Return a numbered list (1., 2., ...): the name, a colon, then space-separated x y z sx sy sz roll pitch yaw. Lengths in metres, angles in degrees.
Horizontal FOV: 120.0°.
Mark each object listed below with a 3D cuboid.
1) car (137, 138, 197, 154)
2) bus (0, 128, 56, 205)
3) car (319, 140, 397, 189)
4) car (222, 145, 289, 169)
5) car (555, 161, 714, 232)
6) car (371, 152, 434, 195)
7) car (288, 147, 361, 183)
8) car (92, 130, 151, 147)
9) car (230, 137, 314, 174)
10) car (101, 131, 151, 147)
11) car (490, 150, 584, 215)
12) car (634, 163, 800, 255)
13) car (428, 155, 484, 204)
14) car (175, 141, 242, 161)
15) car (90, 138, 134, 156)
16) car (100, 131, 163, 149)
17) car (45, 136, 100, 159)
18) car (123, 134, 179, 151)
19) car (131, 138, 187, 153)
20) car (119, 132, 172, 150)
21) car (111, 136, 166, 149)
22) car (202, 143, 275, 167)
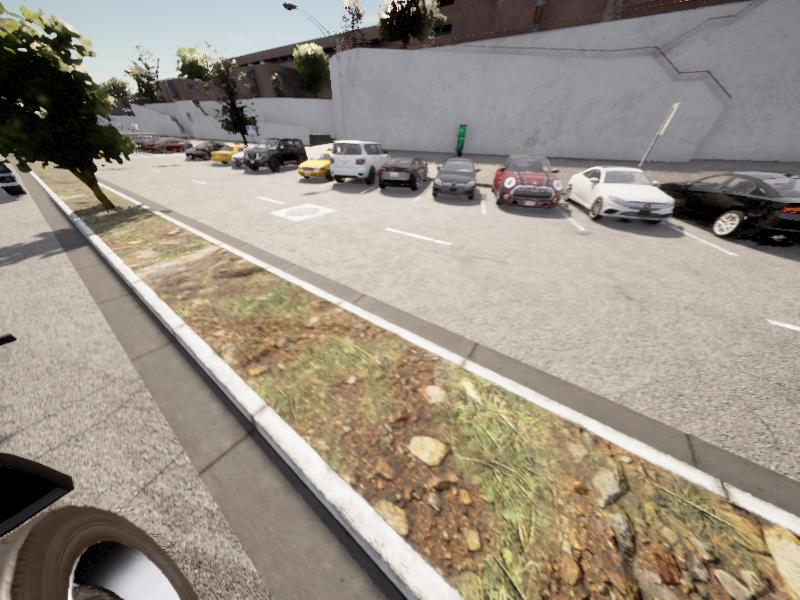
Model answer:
1. car: -29.149 -19.460 29.171 2.163 1.488 4.792 10 36 11
2. bus: -19.869 -6.797 9.413 10.273 4.253 3.944 22 40 26
3. car: -2.104 -8.327 13.878 2.435 2.045 5.566 9 36 12
4. car: -11.944 -12.188 19.568 2.002 1.452 4.674 10 36 11
5. car: 7.720 -4.026 8.435 2.002 1.452 4.674 10 35 12
6. car: 0.346 -7.081 12.647 2.163 1.488 4.792 9 36 12
7. car: -4.618 -9.029 15.241 1.946 1.575 5.366 10 36 11
8. car: -46.241 -26.975 38.634 2.435 2.045 5.566 10 36 12
9. car: -9.484 -11.370 17.994 2.435 2.045 5.566 10 36 11
10. car: -43.829 -25.836 37.163 1.878 1.987 4.442 10 36 11
11. car: 5.273 -5.184 9.764 2.185 1.767 4.553 10 35 12
12. car: 10.170 -3.050 7.004 2.097 1.535 5.008 9 35 12
13. car: 2.809 -6.038 11.233 2.002 1.452 4.674 10 36 12
14. car: -19.324 -15.296 23.670 2.163 1.488 4.792 10 36 11
15. car: -32.435 -17.272 25.998 4.892 1.490 1.837 23 41 27
16. car: -41.364 -24.871 35.852 2.435 2.045 5.566 10 36 11
17. car: -32.913 -15.405 23.233 4.611 1.667 2.242 23 41 27
18. car: -34.050 -21.663 31.824 2.185 1.767 4.553 10 36 12
19. car: -31.608 -20.508 30.574 2.002 1.452 4.674 10 36 12
20. car: -36.453 -22.861 33.250 1.878 1.987 4.442 10 36 12
21. car: -38.930 -23.643 34.650 2.231 1.521 4.892 10 36 12
22. car: -14.362 -13.360 21.069 1.946 1.575 5.366 10 36 12
